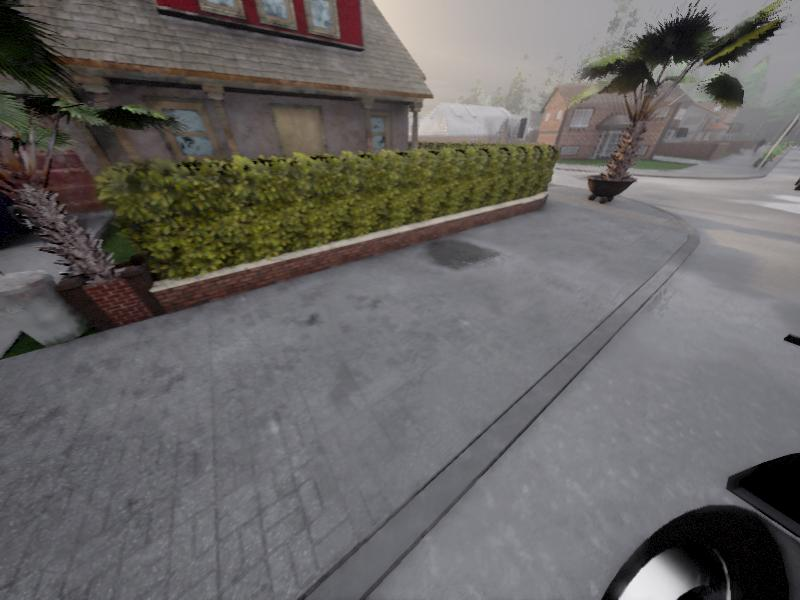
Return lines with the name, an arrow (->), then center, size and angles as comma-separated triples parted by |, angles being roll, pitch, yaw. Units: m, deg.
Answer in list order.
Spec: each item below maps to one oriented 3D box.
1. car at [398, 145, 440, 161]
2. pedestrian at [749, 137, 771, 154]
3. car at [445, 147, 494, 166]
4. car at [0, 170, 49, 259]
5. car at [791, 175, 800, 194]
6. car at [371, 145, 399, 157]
car -> 2.192, -17.946, 28.099 | 2.033, 1.411, 5.357 | -22, 41, -28
pedestrian -> 47.611, -20.437, 30.585 | 0.751, 1.860, 0.751 | -23, 41, -28
car -> 6.695, -14.202, 22.775 | 1.994, 1.385, 4.181 | -24, 42, -30
car -> -9.106, -1.451, 4.181 | 1.845, 1.501, 3.633 | -24, 42, -30
car -> 21.026, -6.100, 10.930 | 5.238, 1.638, 1.930 | -22, 41, -28
car -> -2.187, -21.336, 33.027 | 1.895, 1.301, 4.718 | -21, 40, -27
